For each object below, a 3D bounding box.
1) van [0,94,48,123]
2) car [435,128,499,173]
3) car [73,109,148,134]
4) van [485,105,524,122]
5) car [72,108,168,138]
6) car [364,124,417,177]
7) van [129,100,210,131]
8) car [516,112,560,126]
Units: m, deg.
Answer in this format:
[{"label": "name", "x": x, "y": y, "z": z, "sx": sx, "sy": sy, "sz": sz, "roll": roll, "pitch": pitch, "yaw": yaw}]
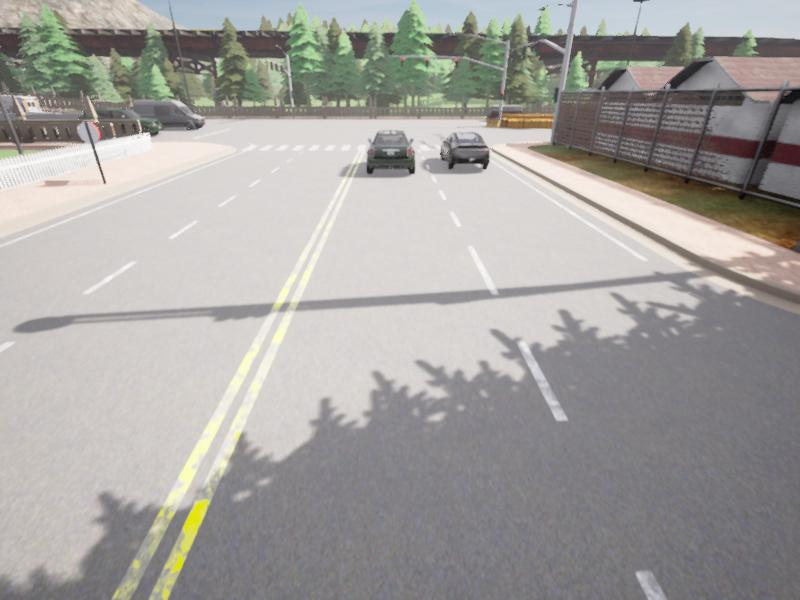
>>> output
[{"label": "van", "x": -42.360, "y": -20.589, "z": 42.818, "sx": 6.366, "sy": 2.431, "sz": 2.351, "roll": 2, "pitch": 27, "yaw": -4}, {"label": "car", "x": 3.062, "y": -7.336, "z": 19.369, "sx": 2.128, "sy": 1.511, "sz": 4.902, "roll": 0, "pitch": 27, "yaw": -1}, {"label": "car", "x": -24.925, "y": -15.478, "z": 34.646, "sx": 4.605, "sy": 1.855, "sz": 1.932, "roll": -1, "pitch": 27, "yaw": -3}, {"label": "van", "x": 13.547, "y": -24.328, "z": 52.140, "sx": 4.442, "sy": 1.987, "sz": 1.775, "roll": -1, "pitch": 27, "yaw": -3}, {"label": "car", "x": -21.931, "y": -14.013, "z": 31.634, "sx": 5.566, "sy": 2.045, "sz": 2.150, "roll": -1, "pitch": 27, "yaw": -3}, {"label": "car", "x": -0.416, "y": -6.939, "z": 18.255, "sx": 2.097, "sy": 1.767, "sz": 4.553, "roll": 0, "pitch": 27, "yaw": -1}, {"label": "van", "x": -21.638, "y": -17.433, "z": 37.776, "sx": 5.915, "sy": 2.561, "sz": 1.988, "roll": -1, "pitch": 27, "yaw": -3}, {"label": "car", "x": 15.892, "y": -20.911, "z": 46.157, "sx": 4.181, "sy": 1.385, "sz": 1.994, "roll": -1, "pitch": 27, "yaw": -3}]
